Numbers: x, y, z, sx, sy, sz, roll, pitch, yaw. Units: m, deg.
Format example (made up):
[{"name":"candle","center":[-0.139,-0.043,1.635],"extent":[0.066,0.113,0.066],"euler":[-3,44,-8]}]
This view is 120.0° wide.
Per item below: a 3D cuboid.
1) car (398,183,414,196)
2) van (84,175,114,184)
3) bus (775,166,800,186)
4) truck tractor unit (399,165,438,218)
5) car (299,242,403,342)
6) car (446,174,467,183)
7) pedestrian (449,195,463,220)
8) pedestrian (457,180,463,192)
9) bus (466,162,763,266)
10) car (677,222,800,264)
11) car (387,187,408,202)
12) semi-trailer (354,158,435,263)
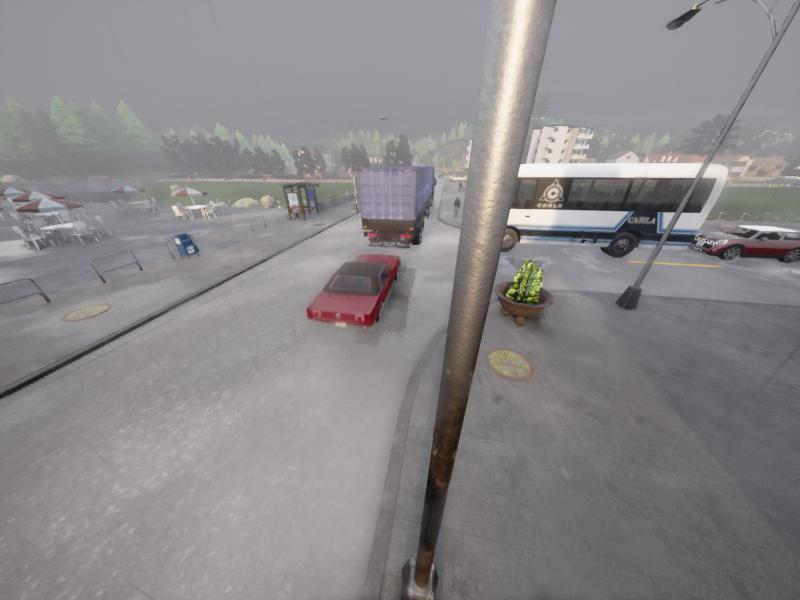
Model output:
[{"name":"car","center":[1.083,-18.878,39.384],"extent":[2.007,1.525,4.514],"euler":[5,30,9]},{"name":"van","center":[-85.376,-34.267,65.577],"extent":[1.775,1.987,4.442],"euler":[5,30,9]},{"name":"bus","center":[101.477,-30.136,56.148],"extent":[10.273,4.253,3.944],"euler":[5,30,9]},{"name":"truck tractor unit","center":[2.019,-11.192,23.364],"extent":[3.053,4.208,6.516],"euler":[5,31,9]},{"name":"car","center":[-1.234,-0.671,8.079],"extent":[1.895,1.301,4.718],"euler":[5,30,9]},{"name":"car","center":[16.999,-36.618,69.593],"extent":[5.566,2.045,2.150],"euler":[3,30,5]},{"name":"pedestrian","center":[4.832,-7.931,19.815],"extent":[0.751,1.860,0.751],"euler":[16,34,26]},{"name":"pedestrian","center":[10.790,-20.417,41.459],"extent":[0.751,1.860,0.751],"euler":[5,30,8]},{"name":"bus","center":[9.322,-4.873,12.401],"extent":[10.273,4.253,3.944],"euler":[5,30,8]},{"name":"car","center":[17.843,-3.017,11.961],"extent":[3.806,1.475,1.970],"euler":[5,30,8]},{"name":"car","center":[-0.263,-14.968,32.743],"extent":[2.033,1.411,5.357],"euler":[5,30,9]},{"name":"semi-trailer","center":[0.652,-7.375,16.565],"extent":[2.717,4.402,14.254],"euler":[5,30,9]}]
